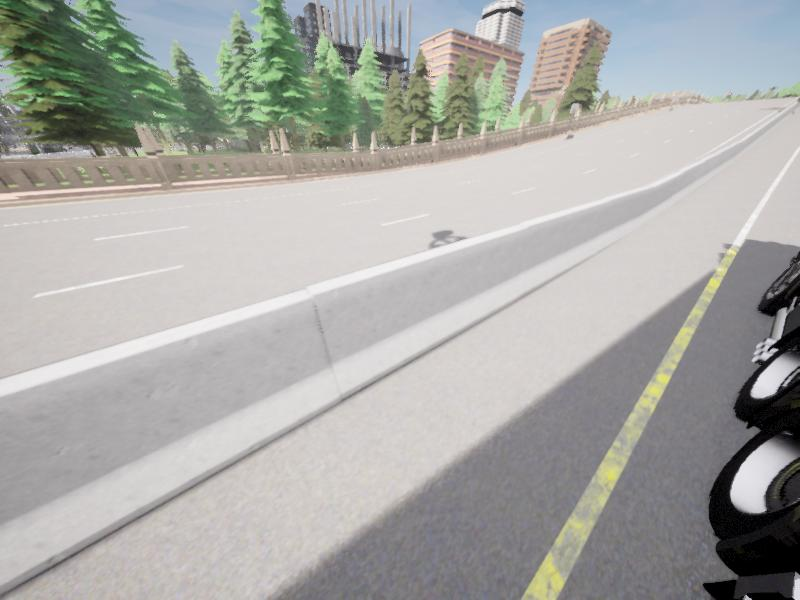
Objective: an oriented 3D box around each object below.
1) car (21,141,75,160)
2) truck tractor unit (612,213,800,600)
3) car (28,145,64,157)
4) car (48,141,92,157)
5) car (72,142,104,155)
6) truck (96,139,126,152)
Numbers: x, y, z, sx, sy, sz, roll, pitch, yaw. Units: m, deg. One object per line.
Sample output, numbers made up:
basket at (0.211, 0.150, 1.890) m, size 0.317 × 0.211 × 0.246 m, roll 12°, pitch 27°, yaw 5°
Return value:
car at (-49.455, -21.176, 32.682) m, size 2.150 × 2.045 × 5.566 m, roll -21°, pitch 40°, yaw -28°
truck tractor unit at (5.010, -0.395, 0.884) m, size 6.516 × 4.208 × 3.053 m, roll -22°, pitch 41°, yaw -28°
car at (-57.739, -24.443, 37.798) m, size 1.789 × 1.549 × 3.705 m, roll -21°, pitch 40°, yaw -28°
car at (-53.525, -24.626, 37.671) m, size 2.150 × 2.045 × 5.566 m, roll -21°, pitch 40°, yaw -27°
car at (-57.560, -27.983, 42.672) m, size 1.932 × 1.855 × 4.605 m, roll -21°, pitch 40°, yaw -27°
truck at (-66.120, -35.496, 53.015) m, size 2.627 × 2.467 × 5.204 m, roll -21°, pitch 40°, yaw -27°
